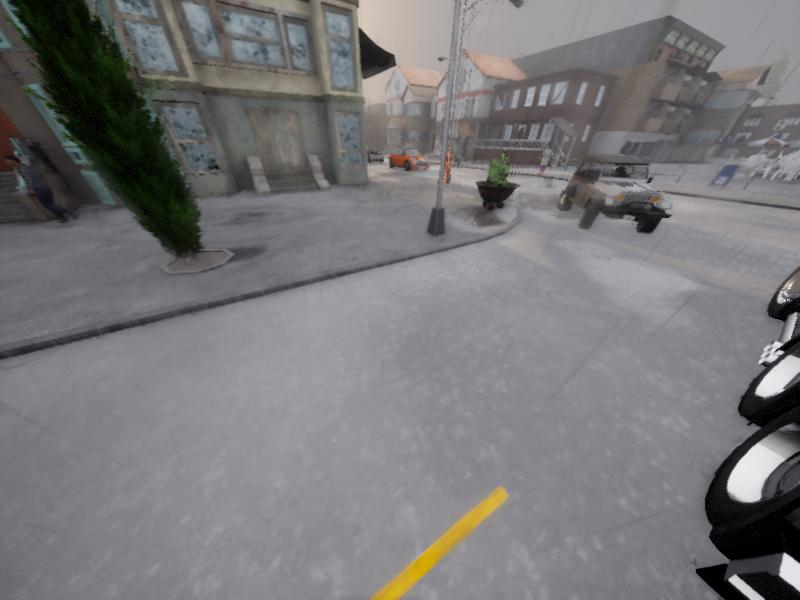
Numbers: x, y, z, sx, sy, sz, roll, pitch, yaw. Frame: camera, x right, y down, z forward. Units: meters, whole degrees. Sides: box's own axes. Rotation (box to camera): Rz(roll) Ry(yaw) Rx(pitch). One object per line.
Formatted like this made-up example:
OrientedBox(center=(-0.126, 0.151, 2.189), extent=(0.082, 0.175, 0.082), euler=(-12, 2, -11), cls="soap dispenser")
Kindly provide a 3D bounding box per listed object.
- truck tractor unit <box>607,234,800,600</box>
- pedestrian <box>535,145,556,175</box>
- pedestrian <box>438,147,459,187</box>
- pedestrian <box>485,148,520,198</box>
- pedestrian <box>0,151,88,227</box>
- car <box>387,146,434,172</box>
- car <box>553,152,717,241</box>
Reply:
OrientedBox(center=(5.062, -0.346, 0.854), extent=(6.516, 4.208, 3.053), euler=(-20, 40, -27), cls="truck tractor unit")
OrientedBox(center=(10.858, -10.432, 17.256), extent=(0.751, 1.860, 0.751), euler=(14, 37, 19), cls="pedestrian")
OrientedBox(center=(2.622, -7.335, 12.732), extent=(0.751, 1.860, 0.751), euler=(-2, 35, -3), cls="pedestrian")
OrientedBox(center=(4.537, -5.639, 10.308), extent=(0.751, 1.860, 0.751), euler=(-24, 41, -30), cls="pedestrian")
OrientedBox(center=(-10.467, -3.220, 6.724), extent=(0.751, 1.860, 0.751), euler=(-21, 40, -28), cls="pedestrian")
OrientedBox(center=(0.807, -12.885, 20.981), extent=(2.097, 1.767, 4.553), euler=(-18, 39, -24), cls="car")
OrientedBox(center=(6.995, -3.658, 7.672), extent=(1.905, 1.878, 3.866), euler=(10, 36, 12), cls="car")
